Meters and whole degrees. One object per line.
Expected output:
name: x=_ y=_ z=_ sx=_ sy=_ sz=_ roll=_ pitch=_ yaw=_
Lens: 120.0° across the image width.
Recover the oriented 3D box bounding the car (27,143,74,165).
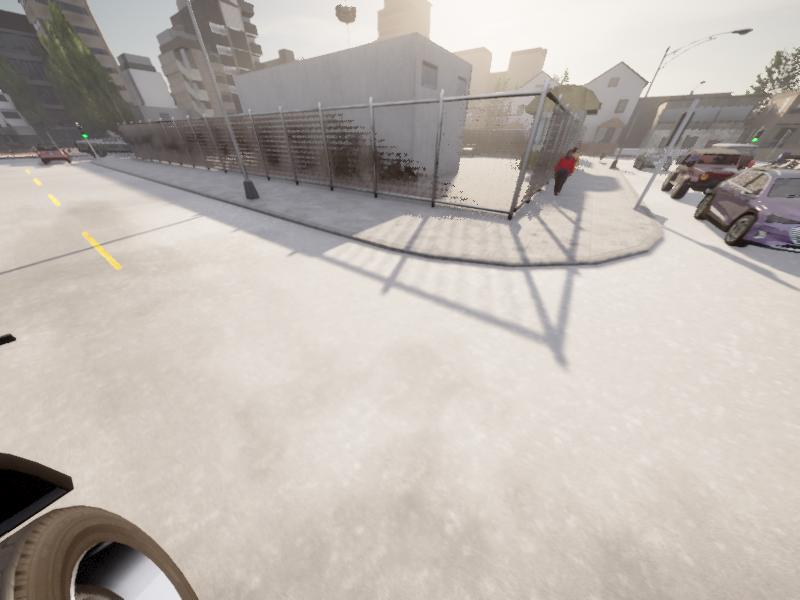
car: x=-34.382 y=-14.510 z=22.860 sx=3.988 sy=1.617 sz=1.851 roll=27 pitch=43 yaw=33

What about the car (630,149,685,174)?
car: x=21.821 y=-12.022 z=19.881 sx=2.128 sy=1.511 sz=4.902 roll=22 pitch=40 yaw=27

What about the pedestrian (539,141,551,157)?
pedestrian: x=20.043 y=-20.908 z=31.969 sx=0.751 sy=1.860 sz=0.751 roll=28 pitch=43 yaw=33

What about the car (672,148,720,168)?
car: x=29.663 y=-14.370 z=23.314 sx=1.816 sy=1.474 sz=4.193 roll=22 pitch=41 yaw=28

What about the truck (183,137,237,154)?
truck: x=-31.806 y=-26.130 z=38.970 sx=2.390 sy=2.098 sz=6.274 roll=22 pitch=40 yaw=28

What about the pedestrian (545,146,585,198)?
pedestrian: x=7.004 y=-5.445 z=9.865 sx=0.751 sy=1.860 sz=0.751 roll=22 pitch=41 yaw=28

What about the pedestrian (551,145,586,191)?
pedestrian: x=8.171 y=-6.410 z=11.246 sx=0.751 sy=1.860 sz=0.751 roll=23 pitch=41 yaw=28

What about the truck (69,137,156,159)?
truck: x=-35.530 y=-19.039 z=28.859 sx=2.390 sy=2.098 sz=6.274 roll=22 pitch=40 yaw=28

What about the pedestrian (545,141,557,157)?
pedestrian: x=20.516 y=-20.511 z=31.409 sx=0.751 sy=1.860 sz=0.751 roll=26 pitch=43 yaw=32

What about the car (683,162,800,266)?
car: x=10.190 y=-2.526 z=6.184 sx=2.033 sy=1.649 sz=4.856 roll=22 pitch=41 yaw=28

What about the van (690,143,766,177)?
van: x=25.386 y=-11.077 z=18.148 sx=1.775 sy=1.987 sz=4.442 roll=22 pitch=40 yaw=28

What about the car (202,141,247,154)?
car: x=-28.326 y=-24.807 z=37.517 sx=1.930 sy=1.638 sz=5.238 roll=23 pitch=41 yaw=28

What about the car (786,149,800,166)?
car: x=43.942 y=-14.237 z=23.239 sx=4.792 sy=1.488 sz=2.163 roll=22 pitch=40 yaw=27

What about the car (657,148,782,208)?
car: x=13.970 y=-5.734 z=10.545 sx=1.905 sy=1.878 sz=3.866 roll=22 pitch=41 yaw=28

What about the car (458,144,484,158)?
car: x=9.895 y=-20.794 z=32.113 sx=1.816 sy=1.474 sz=4.193 roll=22 pitch=41 yaw=28

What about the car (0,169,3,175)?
car: x=-30.172 y=-9.709 z=16.186 sx=4.193 sy=1.474 sz=1.816 roll=22 pitch=40 yaw=27

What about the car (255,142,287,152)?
car: x=-23.800 y=-28.377 z=42.801 sx=1.812 sy=1.442 sz=4.674 roll=22 pitch=41 yaw=28

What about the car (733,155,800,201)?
car: x=19.586 y=-6.138 z=11.484 sx=2.007 sy=1.525 sz=4.514 roll=22 pitch=41 yaw=28
